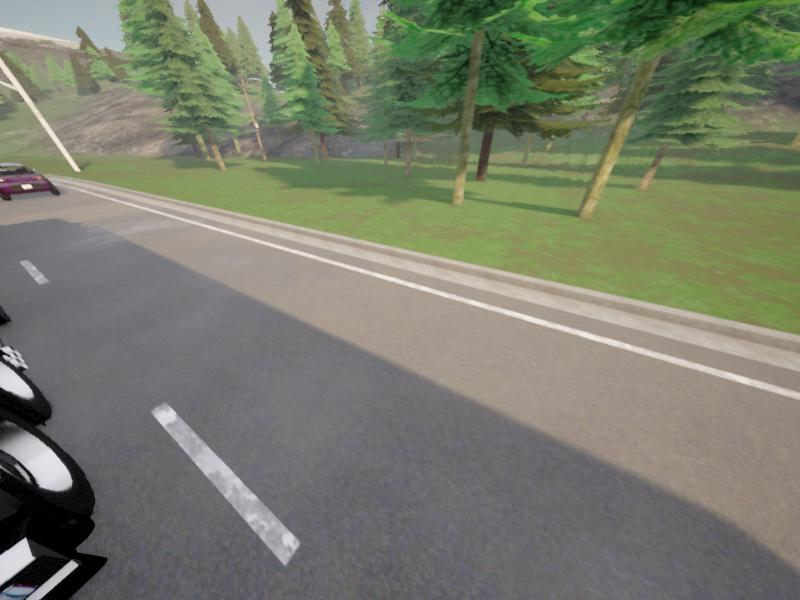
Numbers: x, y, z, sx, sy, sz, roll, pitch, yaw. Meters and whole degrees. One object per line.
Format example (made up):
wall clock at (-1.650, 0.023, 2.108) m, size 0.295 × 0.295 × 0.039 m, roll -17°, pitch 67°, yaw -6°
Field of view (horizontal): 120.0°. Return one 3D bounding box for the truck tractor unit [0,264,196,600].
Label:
truck tractor unit at (-5.114, -0.295, 0.792) m, size 6.516 × 4.208 × 3.053 m, roll 18°, pitch 39°, yaw 24°

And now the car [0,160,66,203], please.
car at (-19.636, -6.143, 11.779) m, size 4.193 × 1.474 × 1.816 m, roll 17°, pitch 39°, yaw 24°
